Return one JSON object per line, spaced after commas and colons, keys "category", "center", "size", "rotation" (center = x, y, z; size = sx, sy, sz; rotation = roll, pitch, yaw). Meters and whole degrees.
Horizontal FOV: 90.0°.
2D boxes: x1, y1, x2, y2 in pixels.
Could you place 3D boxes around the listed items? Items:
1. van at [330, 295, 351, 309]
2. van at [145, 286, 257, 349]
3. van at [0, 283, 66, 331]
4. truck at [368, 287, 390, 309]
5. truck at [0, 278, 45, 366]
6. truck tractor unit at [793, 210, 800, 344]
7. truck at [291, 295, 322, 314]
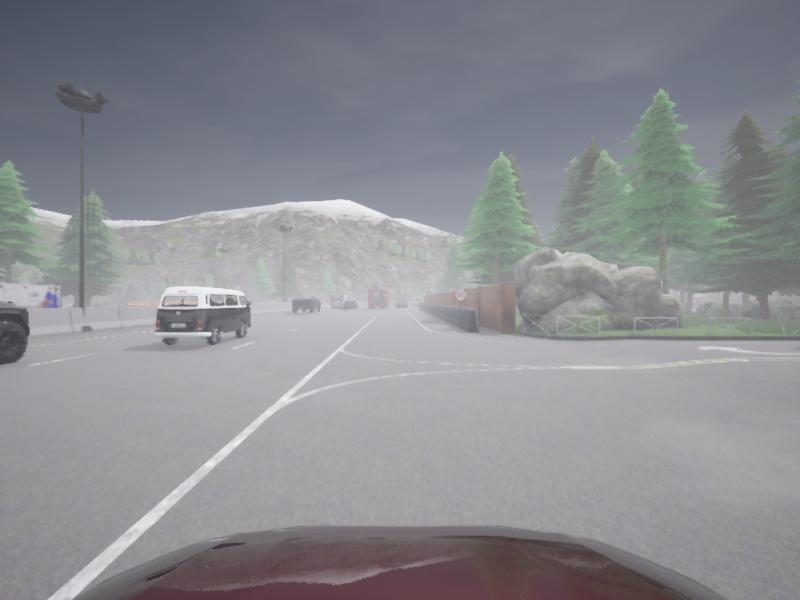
{"category": "van", "center": [-10.641, 0.345, 72.040], "size": [2.351, 2.431, 6.366], "rotation": [0, 0, 5]}
{"category": "van", "center": [-7.226, 0.560, 15.157], "size": [2.069, 2.038, 4.480], "rotation": [0, 0, -1]}
{"category": "van", "center": [-21.305, 0.346, 20.965], "size": [2.351, 2.431, 6.366], "rotation": [0, 0, -1]}
{"category": "truck", "center": [-3.662, -0.345, 71.772], "size": [2.891, 3.827, 8.468], "rotation": [0, 0, 5]}
{"category": "truck", "center": [-10.624, 0.529, 7.515], "size": [2.390, 2.098, 6.274], "rotation": [0, 0, -1]}
{"category": "truck tractor unit", "center": [15.841, -0.709, 11.272], "size": [6.516, 4.208, 3.053], "rotation": [0, 0, 0]}
{"category": "truck", "center": [-11.163, 0.516, 48.203], "size": [2.390, 2.098, 6.274], "rotation": [0, 0, -1]}
